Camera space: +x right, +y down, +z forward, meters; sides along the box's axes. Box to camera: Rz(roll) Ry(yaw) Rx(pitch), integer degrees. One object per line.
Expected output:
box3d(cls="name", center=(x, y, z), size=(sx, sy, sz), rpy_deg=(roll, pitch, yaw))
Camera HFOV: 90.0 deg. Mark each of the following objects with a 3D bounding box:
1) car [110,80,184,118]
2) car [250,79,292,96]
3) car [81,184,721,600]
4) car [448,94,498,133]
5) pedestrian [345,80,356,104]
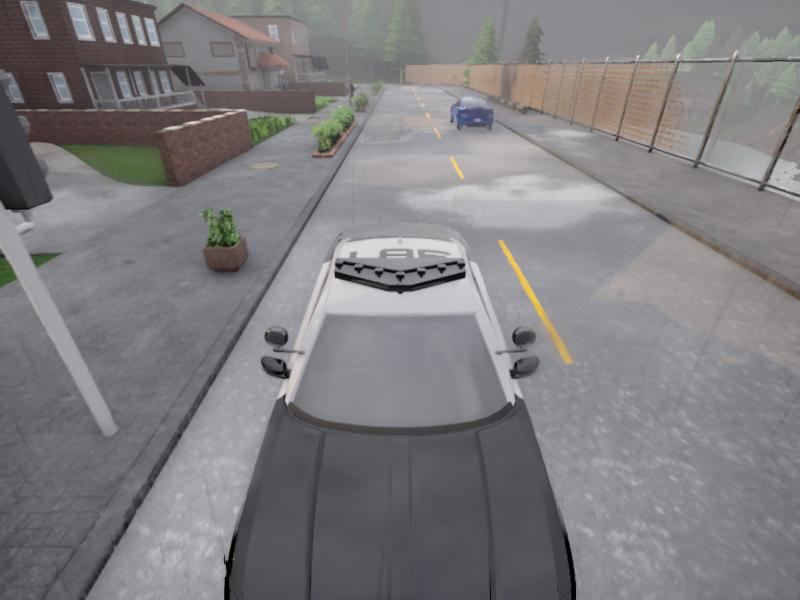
box3d(cls="car", center=(-15.535, -12.537, 24.869), size=(1.905, 1.878, 3.866), rpy_deg=(0, 30, 0))
box3d(cls="car", center=(-13.278, -21.973, 41.301), size=(3.633, 1.501, 1.845), rpy_deg=(0, 30, 0))
box3d(cls="car", center=(0.001, 0.451, 3.594), size=(1.930, 1.638, 5.238), rpy_deg=(0, 30, 0))
box3d(cls="car", center=(4.001, -10.669, 22.688), size=(1.882, 1.535, 5.008), rpy_deg=(0, 30, 0))
box3d(cls="pedestrian", center=(-4.286, -18.149, 34.884), size=(0.751, 1.860, 0.751), rpy_deg=(0, 30, 1))
